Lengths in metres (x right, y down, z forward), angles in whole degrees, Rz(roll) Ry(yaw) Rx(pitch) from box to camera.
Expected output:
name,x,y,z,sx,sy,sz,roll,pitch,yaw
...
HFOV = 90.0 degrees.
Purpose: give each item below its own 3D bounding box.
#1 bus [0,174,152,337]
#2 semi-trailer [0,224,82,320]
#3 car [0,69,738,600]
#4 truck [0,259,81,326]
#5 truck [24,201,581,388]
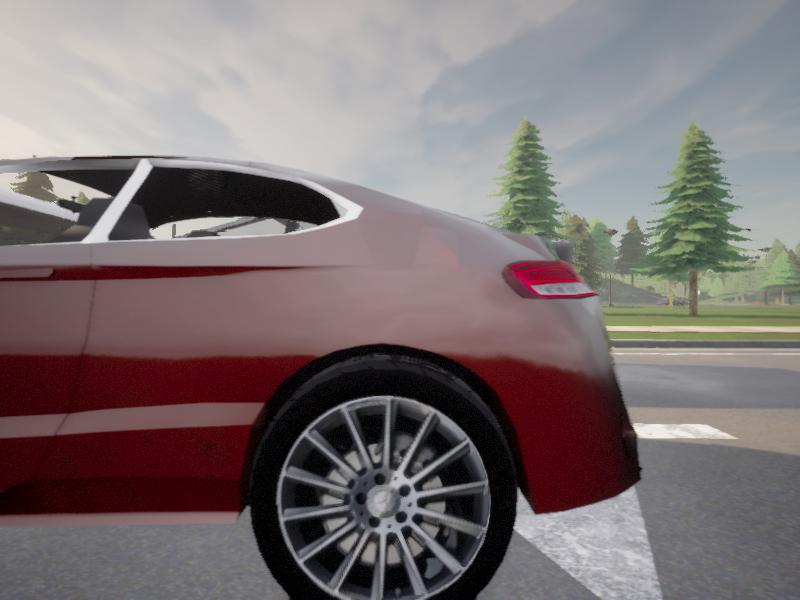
name,x,y,z,sx,sy,sz,roll,pitch,yaw
bus,-12.471,-1.163,11.826,3.944,4.253,10.273,0,0,0
semi-trailer,-19.864,-1.271,15.614,2.717,4.402,14.254,0,0,4
car,-1.566,0.176,2.201,5.027,1.651,2.152,0,0,0
truck,-16.136,-0.281,15.934,2.627,2.467,5.204,0,0,1
truck,-1.095,-0.062,5.702,6.274,2.098,2.390,0,0,0
